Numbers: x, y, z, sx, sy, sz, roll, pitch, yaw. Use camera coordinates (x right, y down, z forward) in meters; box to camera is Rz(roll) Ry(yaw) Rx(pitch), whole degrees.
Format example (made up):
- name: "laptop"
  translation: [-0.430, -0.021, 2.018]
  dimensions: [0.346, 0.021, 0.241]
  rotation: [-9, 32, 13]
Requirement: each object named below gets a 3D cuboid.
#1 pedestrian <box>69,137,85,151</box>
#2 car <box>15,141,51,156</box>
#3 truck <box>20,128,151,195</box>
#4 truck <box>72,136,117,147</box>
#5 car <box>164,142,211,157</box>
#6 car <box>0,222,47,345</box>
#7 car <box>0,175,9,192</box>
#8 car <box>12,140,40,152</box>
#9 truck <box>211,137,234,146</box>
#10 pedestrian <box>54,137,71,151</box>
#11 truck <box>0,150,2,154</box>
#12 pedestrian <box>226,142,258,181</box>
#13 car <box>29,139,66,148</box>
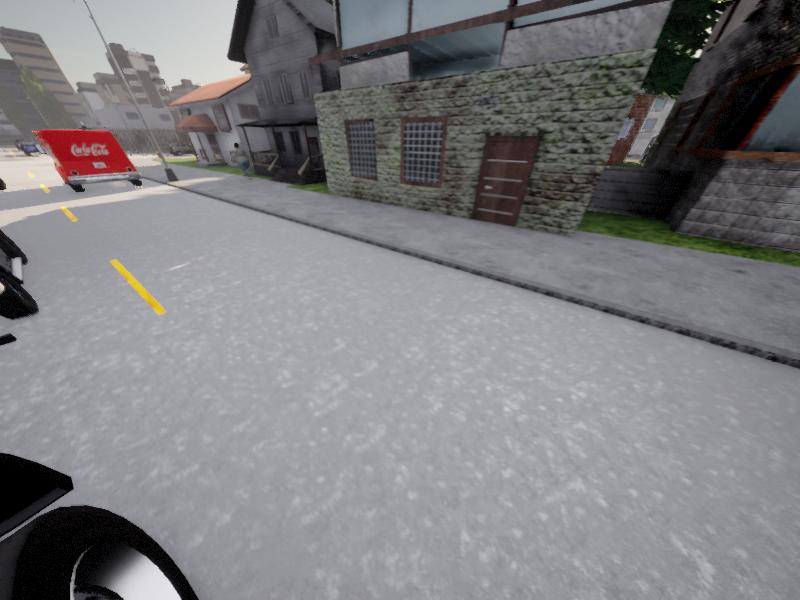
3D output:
- name: "pedestrian"
  translation: [-55.008, -26.591, 39.382]
  dimensions: [0.751, 1.860, 0.751]
  rotation: [22, 41, 28]
- name: "car"
  translation: [-50.757, -20.960, 31.937]
  dimensions: [4.514, 1.525, 2.007]
  rotation: [22, 41, 28]
- name: "truck"
  translation: [-16.198, -7.280, 11.970]
  dimensions: [5.204, 2.467, 2.627]
  rotation: [22, 41, 28]
- name: "truck"
  translation: [-76.330, -39.655, 57.771]
  dimensions: [2.390, 2.098, 6.274]
  rotation: [22, 41, 28]
- name: "car"
  translation: [-28.855, -20.573, 31.488]
  dimensions: [1.851, 1.617, 3.988]
  rotation: [22, 41, 28]
- name: "car"
  translation: [-7.404, -0.665, 3.172]
  dimensions: [4.605, 1.855, 1.932]
  rotation: [22, 41, 28]
- name: "car"
  translation: [-21.132, -6.242, 10.968]
  dimensions: [3.866, 1.878, 1.905]
  rotation: [22, 41, 28]
- name: "car"
  translation: [-62.745, -25.844, 38.771]
  dimensions: [3.633, 1.501, 1.845]
  rotation: [22, 41, 28]
- name: "truck"
  translation: [-51.413, -46.138, 67.100]
  dimensions: [2.069, 2.038, 4.478]
  rotation: [22, 41, 28]
- name: "pedestrian"
  translation: [-57.835, -26.725, 39.551]
  dimensions: [0.751, 1.860, 0.751]
  rotation: [19, 39, 25]
- name: "truck"
  translation: [-62.648, -23.217, 34.548]
  dimensions: [6.274, 2.098, 2.390]
  rotation: [22, 41, 28]
- name: "pedestrian"
  translation: [-9.049, -7.967, 13.310]
  dimensions: [0.751, 1.860, 0.751]
  rotation: [22, 41, 28]
- name: "car"
  translation: [-80.044, -35.688, 52.541]
  dimensions: [1.851, 1.617, 3.988]
  rotation: [2, 35, 3]
